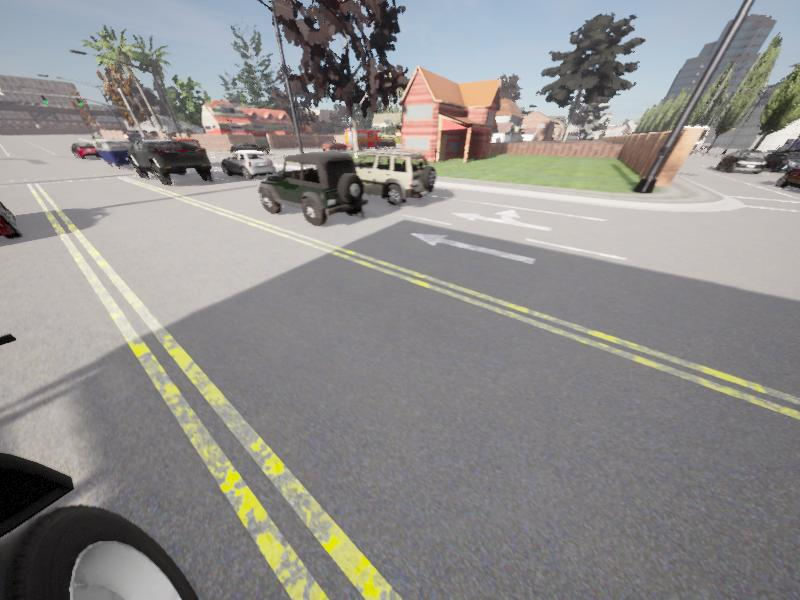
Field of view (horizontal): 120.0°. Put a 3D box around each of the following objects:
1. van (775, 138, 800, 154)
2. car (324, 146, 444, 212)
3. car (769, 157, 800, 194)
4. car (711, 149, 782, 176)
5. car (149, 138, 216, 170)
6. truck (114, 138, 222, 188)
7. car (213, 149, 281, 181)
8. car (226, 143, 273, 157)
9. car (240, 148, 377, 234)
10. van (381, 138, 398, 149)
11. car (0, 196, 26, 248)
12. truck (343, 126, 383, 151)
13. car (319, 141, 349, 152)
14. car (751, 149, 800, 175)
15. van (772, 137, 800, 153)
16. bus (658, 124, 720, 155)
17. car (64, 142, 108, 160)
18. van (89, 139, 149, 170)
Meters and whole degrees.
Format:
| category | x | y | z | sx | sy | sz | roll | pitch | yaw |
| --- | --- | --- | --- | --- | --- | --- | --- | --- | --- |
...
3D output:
| category | x | y | z | sx | sy | sz | roll | pitch | yaw |
| --- | --- | --- | --- | --- | --- | --- | --- | --- | --- |
| van | 78.606 | -29.571 | 44.225 | 6.366 | 2.431 | 2.351 | 19 | 39 | 30 |
| car | -0.756 | -5.299 | 9.784 | 4.605 | 1.855 | 1.932 | 23 | 41 | 28 |
| car | 21.810 | -6.208 | 11.637 | 1.970 | 1.475 | 3.806 | 22 | 40 | 27 |
| car | 27.753 | -11.196 | 18.700 | 1.789 | 1.549 | 3.705 | 22 | 40 | 27 |
| car | -18.968 | -12.840 | 20.144 | 5.566 | 2.045 | 2.150 | 22 | 41 | 28 |
| truck | -13.755 | -8.264 | 13.662 | 6.274 | 2.098 | 2.390 | 22 | 41 | 28 |
| car | -10.086 | -8.981 | 15.254 | 3.806 | 1.475 | 1.970 | 22 | 41 | 28 |
| car | -20.571 | -20.739 | 31.812 | 1.837 | 1.490 | 4.892 | 20 | 40 | 26 |
| car | -2.912 | -3.765 | 7.576 | 3.866 | 1.878 | 1.905 | 22 | 41 | 27 |
| van | -2.503 | -36.704 | 54.172 | 1.775 | 1.987 | 4.442 | 19 | 39 | 25 |
| car | -11.771 | -2.237 | 5.774 | 4.181 | 1.385 | 1.994 | 22 | 41 | 28 |
| truck | -7.295 | -33.144 | 47.486 | 2.891 | 3.827 | 8.468 | 21 | 40 | 27 |
| car | -11.996 | -28.171 | 42.303 | 2.152 | 1.651 | 5.027 | 21 | 40 | 27 |
| car | 32.412 | -11.511 | 19.213 | 2.007 | 1.525 | 4.514 | 22 | 40 | 27 |
| van | 81.012 | -31.138 | 46.302 | 5.915 | 2.561 | 1.988 | 20 | 40 | 29 |
| bus | 53.390 | -30.005 | 43.254 | 3.944 | 4.253 | 10.273 | 22 | 40 | 27 |
| car | -36.089 | -17.182 | 26.536 | 4.514 | 1.525 | 2.007 | 22 | 41 | 28 |
| van | -23.173 | -12.073 | 19.063 | 4.442 | 1.987 | 1.775 | 22 | 41 | 28 |
